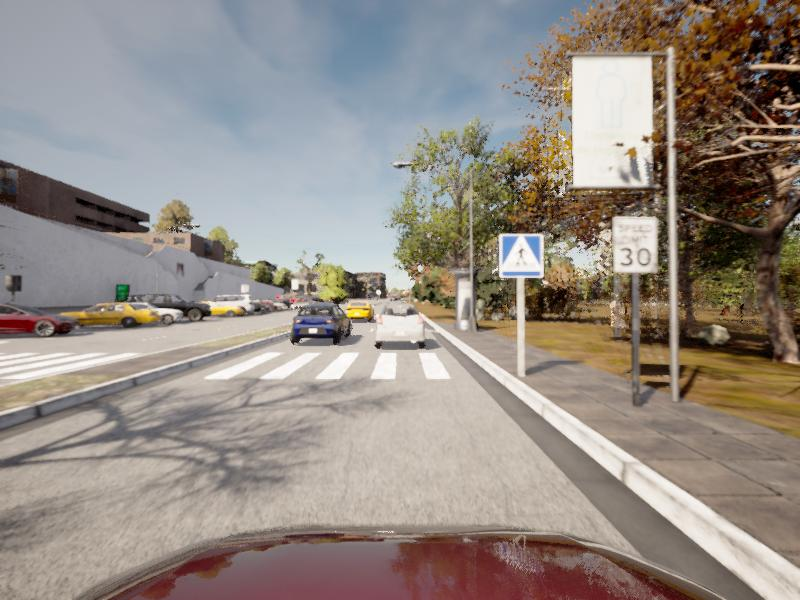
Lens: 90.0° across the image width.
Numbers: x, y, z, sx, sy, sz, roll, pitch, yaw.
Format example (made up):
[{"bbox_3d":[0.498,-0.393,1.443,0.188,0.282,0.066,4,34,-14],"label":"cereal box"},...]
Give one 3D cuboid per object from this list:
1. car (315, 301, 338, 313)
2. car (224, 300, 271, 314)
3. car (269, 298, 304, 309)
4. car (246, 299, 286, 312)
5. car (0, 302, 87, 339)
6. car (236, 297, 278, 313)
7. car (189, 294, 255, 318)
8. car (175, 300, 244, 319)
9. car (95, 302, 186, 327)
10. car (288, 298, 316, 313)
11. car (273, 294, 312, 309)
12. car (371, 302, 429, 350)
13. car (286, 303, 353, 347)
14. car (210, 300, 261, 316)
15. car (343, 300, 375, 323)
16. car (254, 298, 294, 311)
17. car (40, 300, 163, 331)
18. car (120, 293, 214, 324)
[{"bbox_3d":[-8.746,0.788,47.863,1.895,1.301,4.718,0,1,0],"label":"car"},{"bbox_3d":[-16.822,0.764,44.262,4.674,1.452,2.002,-1,0,-20],"label":"car"},{"bbox_3d":[-16.781,0.533,59.277,4.792,1.488,2.163,-1,1,-20],"label":"car"},{"bbox_3d":[-16.817,0.682,50.261,4.674,1.452,2.002,-1,1,-20],"label":"car"},{"bbox_3d":[-16.814,0.875,17.240,4.792,1.488,2.163,-1,0,-20],"label":"car"},{"bbox_3d":[-16.849,0.558,47.249,4.553,1.767,2.185,-1,1,-20],"label":"car"},{"bbox_3d":[-16.852,0.530,38.236,5.566,2.045,2.435,-1,1,-20],"label":"car"},{"bbox_3d":[-16.654,0.798,35.310,5.366,1.575,1.946,-1,0,-20],"label":"car"},{"bbox_3d":[-16.838,0.882,26.237,4.674,1.452,2.002,-1,0,-20],"label":"car"},{"bbox_3d":[-11.745,0.592,48.466,2.242,1.667,4.611,0,1,0],"label":"car"},{"bbox_3d":[-16.784,0.209,62.276,5.566,2.045,2.435,-1,1,-20],"label":"car"},{"bbox_3d":[0.004,0.837,14.588,1.845,1.501,3.633,0,0,0],"label":"car"},{"bbox_3d":[-2.999,0.864,15.858,1.816,1.474,4.193,0,0,0],"label":"car"},{"bbox_3d":[-16.847,0.782,41.237,4.792,1.488,2.163,-1,1,-20],"label":"car"},{"bbox_3d":[-2.996,0.819,30.326,1.882,1.535,5.008,0,0,0],"label":"car"},{"bbox_3d":[-16.805,0.597,53.261,5.008,1.535,2.097,-1,1,-20],"label":"car"},{"bbox_3d":[-17.007,0.846,23.164,5.366,1.575,1.946,-1,0,-20],"label":"car"},{"bbox_3d":[-16.808,0.586,29.255,5.566,2.045,2.435,-1,0,-20],"label":"car"}]
